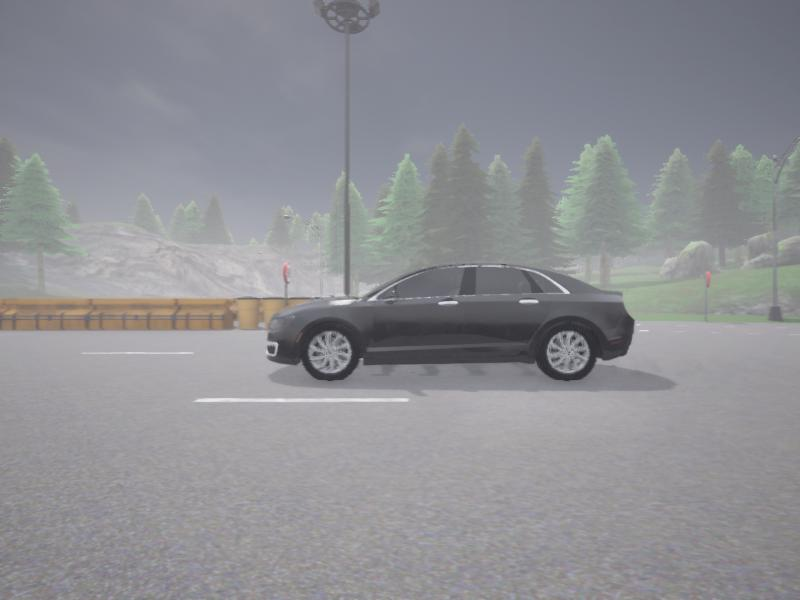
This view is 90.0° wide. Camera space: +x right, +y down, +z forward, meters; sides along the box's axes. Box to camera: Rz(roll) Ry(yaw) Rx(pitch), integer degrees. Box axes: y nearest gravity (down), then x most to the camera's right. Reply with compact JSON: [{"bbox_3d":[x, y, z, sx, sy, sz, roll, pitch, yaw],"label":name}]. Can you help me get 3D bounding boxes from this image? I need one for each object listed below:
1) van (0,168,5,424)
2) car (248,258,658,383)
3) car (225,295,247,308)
[{"bbox_3d":[-5.431,-0.029,2.199,4.480,2.038,2.069,0,0,0],"label":"van"},{"bbox_3d":[0.635,0.244,5.700,4.892,1.490,1.837,0,0,0],"label":"car"},{"bbox_3d":[-20.068,0.183,49.194,2.038,1.542,4.974,0,1,-16],"label":"car"}]
